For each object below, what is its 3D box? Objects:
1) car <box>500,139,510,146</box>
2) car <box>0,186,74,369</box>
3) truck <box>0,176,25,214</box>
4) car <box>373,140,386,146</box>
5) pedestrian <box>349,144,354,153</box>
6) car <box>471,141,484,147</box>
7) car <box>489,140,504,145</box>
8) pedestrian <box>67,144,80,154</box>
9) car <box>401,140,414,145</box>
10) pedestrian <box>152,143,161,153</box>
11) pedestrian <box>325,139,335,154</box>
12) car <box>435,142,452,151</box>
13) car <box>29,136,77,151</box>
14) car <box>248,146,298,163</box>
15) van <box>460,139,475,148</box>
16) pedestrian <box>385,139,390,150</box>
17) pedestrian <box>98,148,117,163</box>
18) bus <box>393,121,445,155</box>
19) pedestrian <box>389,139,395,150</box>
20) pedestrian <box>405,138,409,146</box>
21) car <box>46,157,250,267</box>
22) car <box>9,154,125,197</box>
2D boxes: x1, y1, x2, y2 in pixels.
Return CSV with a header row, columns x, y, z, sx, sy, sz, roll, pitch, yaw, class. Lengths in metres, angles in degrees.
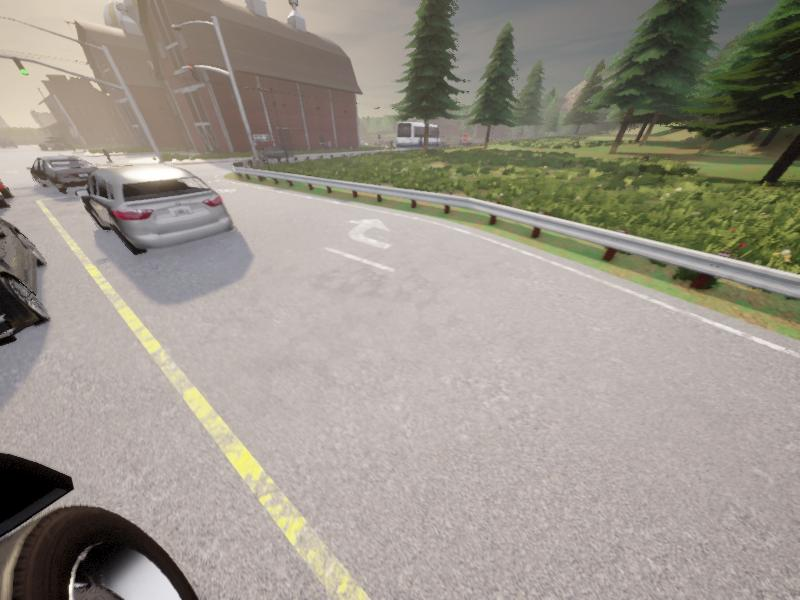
x,y,z,sx,sy,sz,roll,pitch,yaw,class
34.820,-52.170,76.607,1.905,1.878,3.866,23,41,28,car
-6.935,-0.460,3.192,4.902,1.511,2.128,24,42,30,car
-16.490,-4.471,7.974,5.204,2.467,2.627,22,40,27,truck
-6.373,-49.602,72.958,1.816,1.474,4.193,22,41,28,car
-8.006,-24.851,37.869,0.500,1.100,0.500,20,40,25,pedestrian
22.653,-45.708,67.660,1.837,1.490,4.892,23,41,28,car
36.739,-59.966,88.039,4.514,1.525,2.007,0,35,0,car
-44.599,-20.644,31.555,0.500,1.100,0.500,25,42,30,pedestrian
2.714,-58.418,85.536,4.193,1.474,1.816,16,38,21,car
-34.122,-21.314,32.384,0.500,1.100,0.500,-28,44,-34,pedestrian
-10.633,-23.345,35.053,0.751,1.860,0.751,19,39,25,pedestrian
8.948,-31.223,46.981,1.845,1.501,3.633,22,41,28,car
-58.492,-26.485,39.070,3.866,1.878,1.905,-6,41,-6,car
-13.951,-16.205,25.633,1.994,1.385,4.181,22,41,28,car
18.137,-42.290,62.315,2.069,2.038,4.480,23,41,28,van
-2.432,-30.137,44.753,0.751,1.860,0.751,7,36,9,pedestrian
-27.184,-13.433,21.473,0.500,1.100,0.500,1,35,1,pedestrian
3.433,-28.009,40.016,3.944,4.253,10.273,23,41,28,bus
-1.538,-30.427,45.172,0.751,1.860,0.751,21,40,27,pedestrian
2.060,-48.193,70.398,0.751,1.860,0.751,-21,40,-27,pedestrian
-6.688,-2.677,6.201,4.611,1.667,2.242,22,41,27,car
-16.921,-6.478,11.758,5.357,1.411,2.033,18,39,23,car
